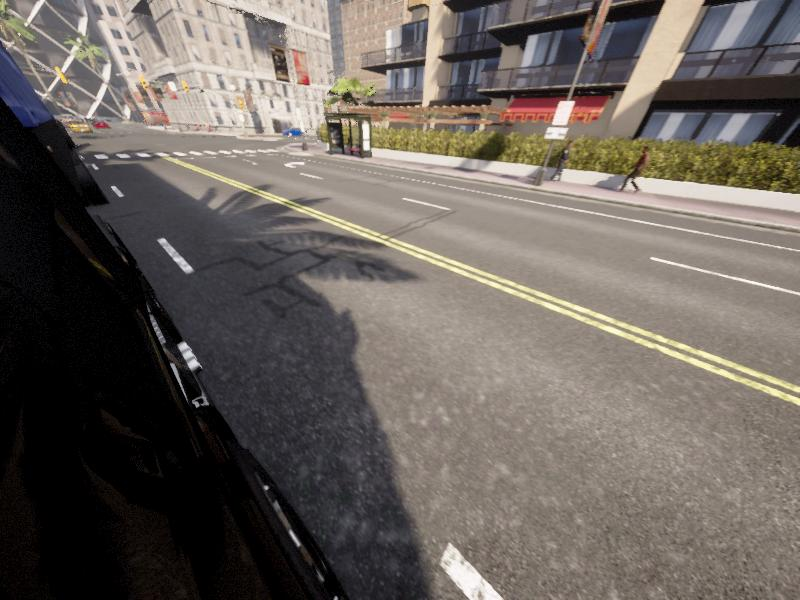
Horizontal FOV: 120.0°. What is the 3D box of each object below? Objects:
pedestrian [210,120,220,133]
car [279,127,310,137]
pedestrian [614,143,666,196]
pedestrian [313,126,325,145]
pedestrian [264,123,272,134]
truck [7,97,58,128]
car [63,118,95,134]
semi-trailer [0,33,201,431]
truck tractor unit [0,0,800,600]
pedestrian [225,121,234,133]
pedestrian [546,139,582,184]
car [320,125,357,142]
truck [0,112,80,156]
[{"bbox_3d":[-34.618,-32.439,43.251,0.751,1.860,0.751,-27,46,-34],"label":"pedestrian"},{"bbox_3d":[-20.767,-33.247,45.728,1.882,1.535,5.008,28,43,30],"label":"car"},{"bbox_3d":[10.192,-5.595,9.911,0.751,1.860,0.751,25,42,27],"label":"pedestrian"},{"bbox_3d":[-9.493,-19.398,27.255,0.751,1.860,0.751,11,38,11],"label":"pedestrian"},{"bbox_3d":[-27.235,-35.470,47.758,0.751,1.860,0.751,28,43,30],"label":"pedestrian"},{"bbox_3d":[-63.257,-32.295,39.999,8.468,3.827,2.891,29,44,31],"label":"truck"},{"bbox_3d":[-44.571,-24.154,32.071,5.366,1.575,1.801,28,44,30],"label":"car"},{"bbox_3d":[-8.652,-3.623,4.291,14.254,4.402,2.717,29,44,30],"label":"semi-trailer"},{"bbox_3d":[-2.645,-0.295,0.351,6.516,4.208,3.053,28,44,30],"label":"truck tractor unit"},{"bbox_3d":[-33.601,-34.128,45.578,0.751,1.860,0.751,-22,43,-29],"label":"pedestrian"},{"bbox_3d":[8.249,-7.010,11.693,0.751,1.860,0.751,26,43,28],"label":"pedestrian"},{"bbox_3d":[-9.842,-26.949,37.504,2.150,2.045,5.566,27,43,29],"label":"car"},{"bbox_3d":[-24.553,-11.242,15.508,2.390,2.098,6.274,-27,46,-34],"label":"truck"}]
